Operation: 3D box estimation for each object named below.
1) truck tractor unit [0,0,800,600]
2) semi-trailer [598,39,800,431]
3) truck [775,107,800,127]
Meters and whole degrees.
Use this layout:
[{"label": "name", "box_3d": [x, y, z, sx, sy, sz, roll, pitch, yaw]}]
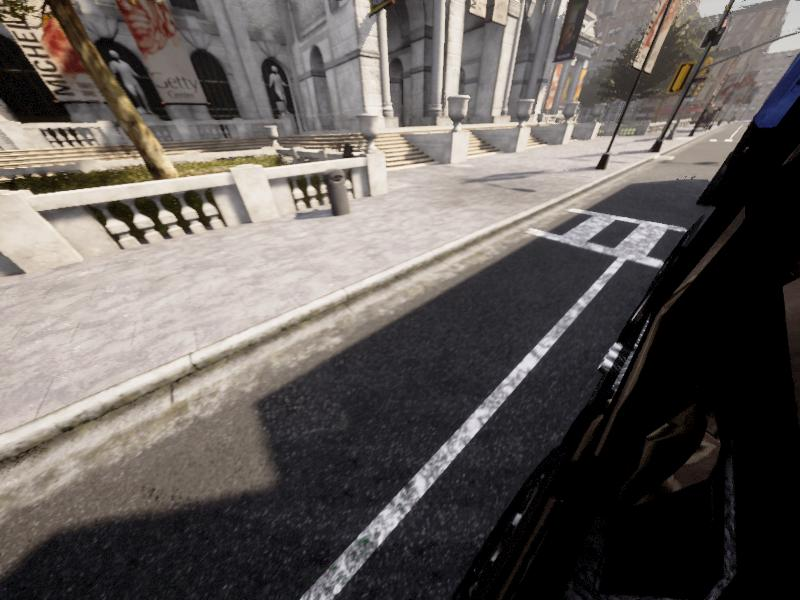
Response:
[{"label": "truck tractor unit", "box_3d": [2.645, -0.295, 0.351, 6.516, 4.208, 3.053, -28, 44, -30]}, {"label": "semi-trailer", "box_3d": [8.699, -3.591, 4.245, 14.254, 4.402, 2.717, -28, 43, -30]}, {"label": "truck", "box_3d": [66.028, -30.512, 38.509, 5.204, 2.467, 2.627, -28, 43, -30]}]
